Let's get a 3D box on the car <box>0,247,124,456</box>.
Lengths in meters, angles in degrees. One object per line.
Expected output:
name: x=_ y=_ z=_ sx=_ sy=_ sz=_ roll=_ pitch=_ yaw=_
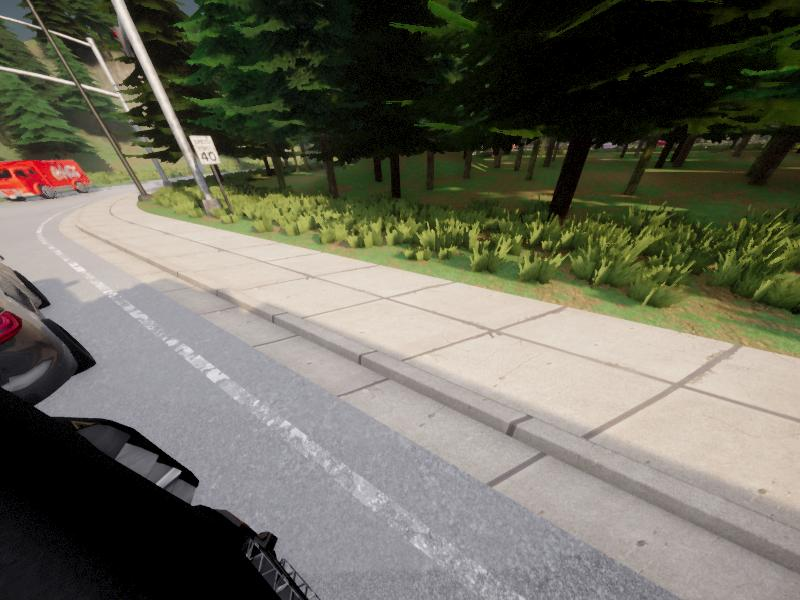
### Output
car: x=-5.790 y=0.289 z=2.440 sx=4.611 sy=1.667 sz=2.242 roll=16 pitch=38 yaw=26

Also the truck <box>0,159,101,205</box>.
truck: x=-26.946 y=-8.974 z=17.292 sx=2.627 sy=2.467 sz=5.204 roll=-11 pitch=34 yaw=-12
